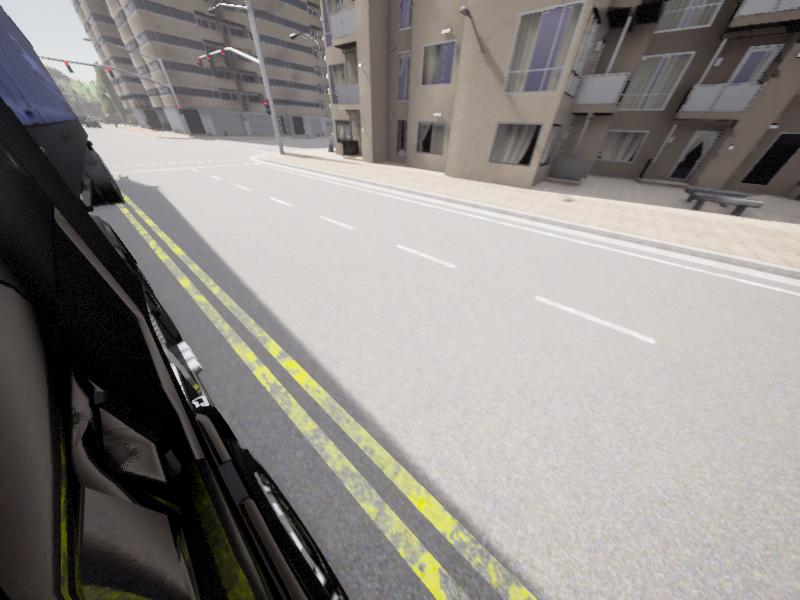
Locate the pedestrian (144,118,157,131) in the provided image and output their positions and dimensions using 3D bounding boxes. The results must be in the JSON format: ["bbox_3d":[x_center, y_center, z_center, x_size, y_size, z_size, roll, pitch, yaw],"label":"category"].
[{"bbox_3d":[-45.135,-31.738,41.785,0.751,1.860,0.751,18,39,20],"label":"pedestrian"}]

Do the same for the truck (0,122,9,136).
[{"bbox_3d":[-45.584,-19.185,24.946,6.274,2.098,2.390,28,43,30],"label":"truck"}]

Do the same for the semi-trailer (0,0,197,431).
[{"bbox_3d":[-8.464,-3.740,4.465,14.254,4.402,2.717,31,45,32],"label":"semi-trailer"}]

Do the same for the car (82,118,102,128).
[{"bbox_3d":[-63.713,-36.548,47.772,4.674,1.442,1.812,28,43,30],"label":"car"}]

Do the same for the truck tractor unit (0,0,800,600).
[{"bbox_3d":[-2.645,-0.295,0.351,6.516,4.208,3.053,28,44,30],"label":"truck tractor unit"}]

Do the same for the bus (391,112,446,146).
[{"bbox_3d":[3.329,-29.733,40.343,3.944,4.253,10.273,27,43,29],"label":"bus"}]
